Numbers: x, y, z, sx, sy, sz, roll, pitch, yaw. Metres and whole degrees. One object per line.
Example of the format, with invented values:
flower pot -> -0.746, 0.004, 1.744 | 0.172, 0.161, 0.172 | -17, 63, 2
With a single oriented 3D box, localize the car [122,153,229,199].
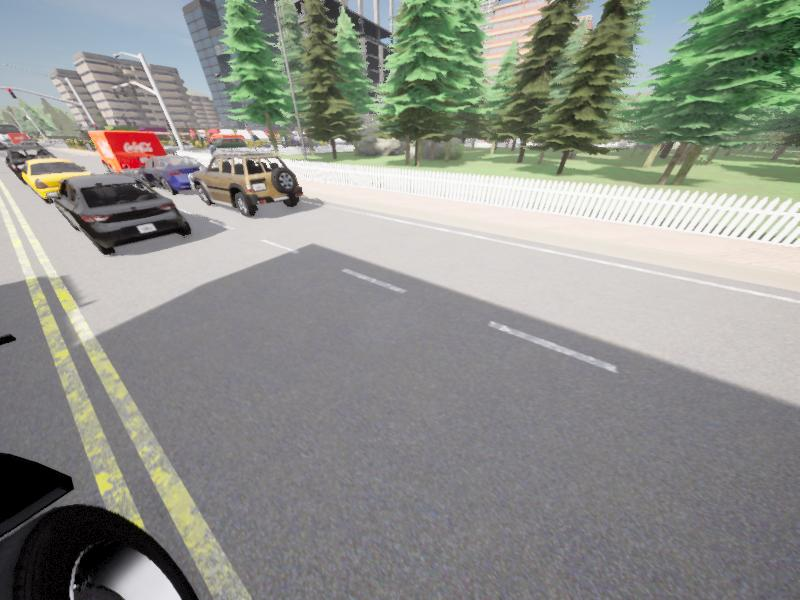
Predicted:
car -> -11.161, -6.325, 11.502 | 4.792, 1.488, 2.163 | 21, 40, 27

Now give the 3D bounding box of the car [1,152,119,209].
car -> -14.657, -5.299, 9.931 | 5.366, 1.575, 1.801 | 21, 40, 27

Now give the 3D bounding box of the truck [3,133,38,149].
truck -> -77.369, -32.451, 47.142 | 5.204, 2.467, 2.627 | 21, 40, 27

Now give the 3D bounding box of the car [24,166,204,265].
car -> -7.467, -2.462, 6.059 | 4.193, 1.474, 1.816 | 21, 40, 27

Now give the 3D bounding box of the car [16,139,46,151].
car -> -64.664, -27.174, 40.488 | 5.238, 1.638, 1.930 | 21, 40, 27

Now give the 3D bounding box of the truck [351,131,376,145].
truck -> -12.851, -56.573, 80.647 | 8.468, 3.827, 2.891 | 20, 40, 25

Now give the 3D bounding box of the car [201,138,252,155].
car -> -26.652, -23.834, 35.721 | 2.150, 2.045, 5.566 | 20, 40, 26

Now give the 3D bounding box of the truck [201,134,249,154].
truck -> -28.769, -25.868, 38.208 | 2.627, 2.467, 5.204 | 20, 40, 26

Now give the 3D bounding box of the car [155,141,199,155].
car -> -32.465, -22.233, 33.783 | 1.851, 1.617, 3.988 | 22, 41, 28

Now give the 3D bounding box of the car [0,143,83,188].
car -> -20.516, -7.698, 13.026 | 4.605, 1.855, 1.932 | 21, 40, 27

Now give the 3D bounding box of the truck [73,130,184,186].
truck -> -16.464, -8.789, 14.096 | 5.204, 2.467, 2.627 | 21, 40, 27

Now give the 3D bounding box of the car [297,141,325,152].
car -> -16.606, -28.970, 43.548 | 2.007, 1.525, 4.514 | 20, 40, 26

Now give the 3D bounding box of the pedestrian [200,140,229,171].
pedestrian -> -13.263, -10.343, 16.550 | 0.751, 1.860, 0.751 | 22, 41, 28

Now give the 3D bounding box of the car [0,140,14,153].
car -> -64.984, -24.798, 37.275 | 4.514, 1.525, 2.007 | 21, 40, 27

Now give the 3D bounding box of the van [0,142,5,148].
van -> -82.838, -32.199, 46.644 | 5.915, 2.561, 1.988 | 21, 40, 27

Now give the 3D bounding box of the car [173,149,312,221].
car -> -5.740, -4.387, 8.443 | 4.605, 1.855, 1.932 | 20, 40, 28

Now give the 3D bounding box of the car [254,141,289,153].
car -> -22.675, -27.236, 41.030 | 2.038, 1.542, 4.974 | 20, 40, 26

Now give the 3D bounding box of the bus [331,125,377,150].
bus -> -9.849, -36.349, 51.703 | 3.944, 4.253, 10.273 | 20, 40, 26
